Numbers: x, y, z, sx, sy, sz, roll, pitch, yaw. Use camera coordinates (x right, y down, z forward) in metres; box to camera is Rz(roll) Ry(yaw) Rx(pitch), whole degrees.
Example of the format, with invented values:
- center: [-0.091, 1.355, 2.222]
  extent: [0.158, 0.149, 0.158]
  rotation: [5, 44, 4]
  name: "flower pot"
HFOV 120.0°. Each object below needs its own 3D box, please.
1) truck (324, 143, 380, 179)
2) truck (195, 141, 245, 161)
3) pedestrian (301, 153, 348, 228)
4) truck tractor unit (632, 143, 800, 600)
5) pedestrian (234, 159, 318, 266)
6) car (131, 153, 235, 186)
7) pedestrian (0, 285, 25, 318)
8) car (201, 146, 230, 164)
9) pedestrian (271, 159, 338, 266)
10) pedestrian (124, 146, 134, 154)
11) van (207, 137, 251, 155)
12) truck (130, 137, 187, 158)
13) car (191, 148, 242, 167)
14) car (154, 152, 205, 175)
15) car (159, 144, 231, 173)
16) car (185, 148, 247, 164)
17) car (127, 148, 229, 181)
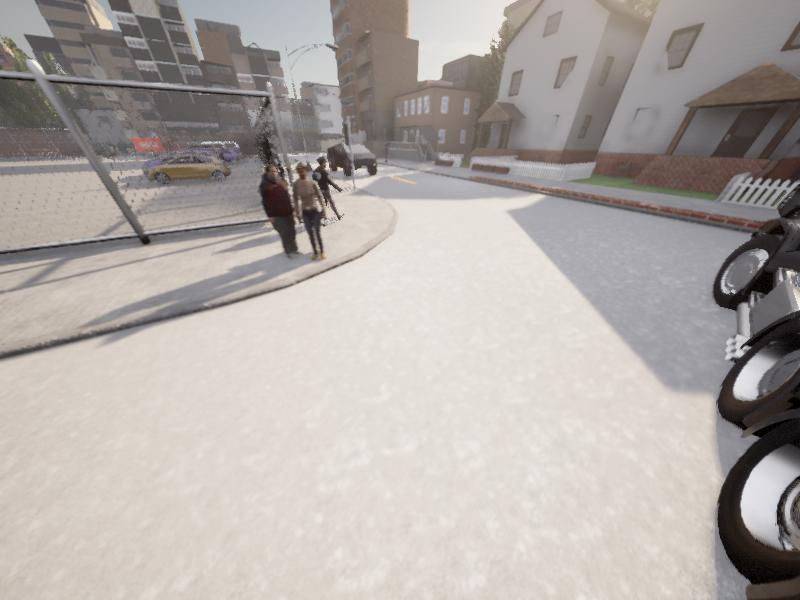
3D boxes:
- center: [-3.993, -11.399, 18.645]
  extent: [2.390, 2.098, 6.274]
  rotation: [-17, 38, -23]
  name: "truck"
- center: [-22.711, -19.050, 29.503]
  extent: [4.478, 2.038, 2.069]
  rotation: [-17, 38, -23]
  name: "truck"
- center: [-2.180, -3.206, 6.799]
  extent: [0.751, 1.860, 0.751]
  rotation: [-27, 43, -33]
  name: "pedestrian"
- center: [4.891, -0.474, 1.041]
  extent: [6.516, 4.208, 3.053]
  rotation: [-27, 43, -33]
  name: "truck tractor unit"
- center: [-2.404, -1.763, 4.710]
  extent: [0.751, 1.860, 0.751]
  rotation: [18, 38, 23]
  name: "pedestrian"
- center: [-12.912, -8.101, 14.191]
  extent: [4.193, 1.474, 1.816]
  rotation: [-17, 38, -23]
  name: "car"
- center: [-6.233, -0.442, 2.772]
  extent: [0.751, 1.860, 0.751]
  rotation: [0, 35, 0]
  name: "pedestrian"
- center: [-21.030, -16.658, 26.478]
  extent: [1.789, 1.547, 3.705]
  rotation: [-17, 38, -23]
  name: "car"
- center: [-1.790, -1.712, 4.642]
  extent: [0.751, 1.860, 0.751]
  rotation: [-5, 35, -7]
  name: "pedestrian"
- center: [-47.202, -26.117, 40.251]
  extent: [0.500, 1.100, 0.500]
  rotation: [16, 38, 21]
  name: "pedestrian"
- center: [-31.169, -28.299, 42.489]
  extent: [5.915, 2.561, 1.988]
  rotation: [-17, 38, -23]
  name: "van"
- center: [-37.303, -23.759, 35.939]
  extent: [5.204, 2.467, 2.627]
  rotation: [-17, 38, -23]
  name: "truck"
- center: [-18.433, -14.558, 23.480]
  extent: [3.633, 1.501, 1.845]
  rotation: [-17, 38, -23]
  name: "car"
- center: [-16.593, -10.386, 17.530]
  extent: [2.207, 1.379, 1.481]
  rotation: [-17, 38, -23]
  name: "car"
- center: [-16.846, -11.875, 19.313]
  extent: [3.866, 1.878, 1.905]
  rotation: [-17, 38, -23]
  name: "car"
- center: [-20.996, -16.756, 26.746]
  extent: [5.357, 1.415, 2.033]
  rotation: [-17, 38, -23]
  name: "car"
- center: [-15.053, -9.560, 16.164]
  extent: [4.611, 1.667, 2.242]
  rotation: [-17, 38, -23]
  name: "car"
